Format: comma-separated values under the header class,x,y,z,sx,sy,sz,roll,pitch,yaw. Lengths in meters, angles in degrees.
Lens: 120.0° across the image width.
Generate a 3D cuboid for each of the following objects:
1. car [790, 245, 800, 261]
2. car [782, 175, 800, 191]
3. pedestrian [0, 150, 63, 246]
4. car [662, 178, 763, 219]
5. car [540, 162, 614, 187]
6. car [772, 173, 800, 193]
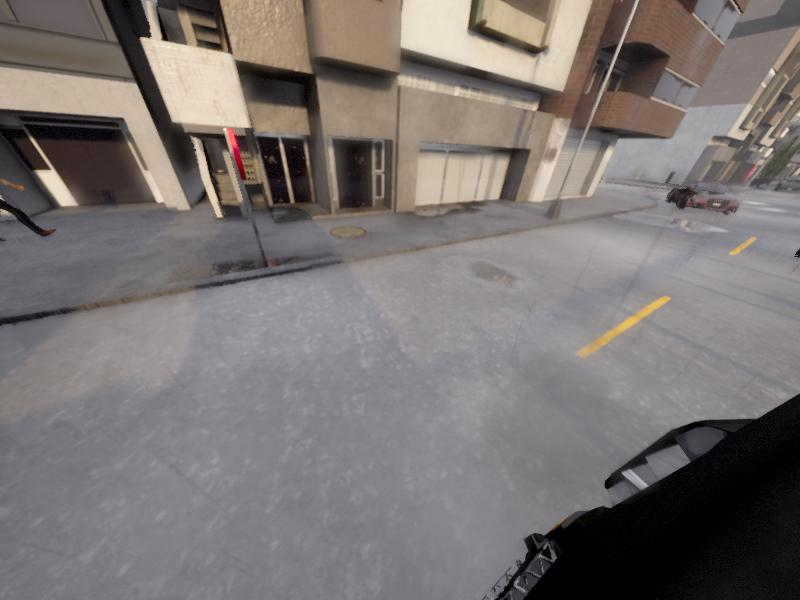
class,x,y,z,sx,sy,sz,roll,pitch,yaw
car,13.880,-1.973,6.493,4.553,1.767,2.097,-16,38,-26
car,51.246,-14.942,29.388,5.366,1.575,1.801,-16,38,-26
pedestrian,-8.203,-2.132,4.608,0.751,1.860,0.751,-15,38,-26
car,17.135,-5.868,13.035,1.994,1.385,4.181,22,38,25
car,16.984,-12.304,22.522,2.152,1.651,5.027,-17,38,-28
car,45.098,-13.299,26.202,4.553,1.767,2.097,-16,38,-26
